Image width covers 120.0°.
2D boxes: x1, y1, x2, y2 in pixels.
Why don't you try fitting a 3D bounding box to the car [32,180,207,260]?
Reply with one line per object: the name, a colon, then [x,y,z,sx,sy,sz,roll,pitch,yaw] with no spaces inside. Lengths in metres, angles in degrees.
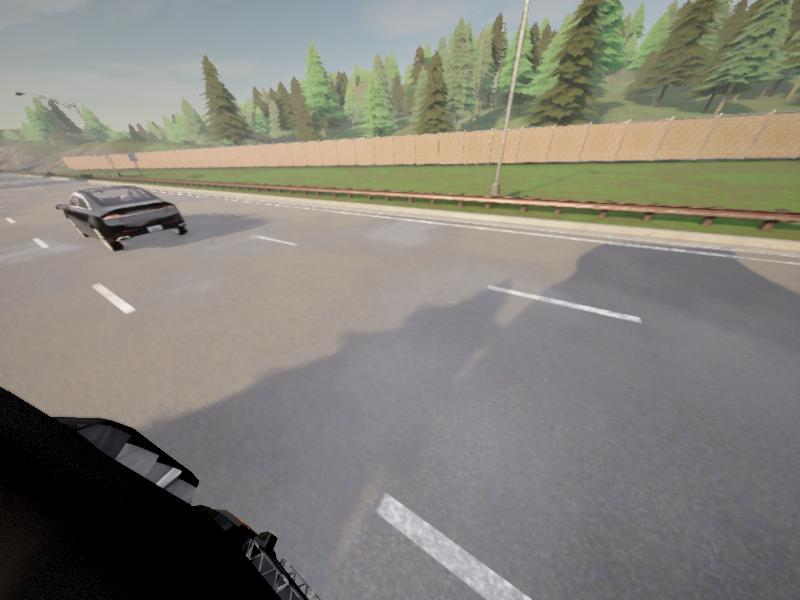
car: [-8.952,-2.795,7.403,4.902,1.511,2.128,16,38,26]
